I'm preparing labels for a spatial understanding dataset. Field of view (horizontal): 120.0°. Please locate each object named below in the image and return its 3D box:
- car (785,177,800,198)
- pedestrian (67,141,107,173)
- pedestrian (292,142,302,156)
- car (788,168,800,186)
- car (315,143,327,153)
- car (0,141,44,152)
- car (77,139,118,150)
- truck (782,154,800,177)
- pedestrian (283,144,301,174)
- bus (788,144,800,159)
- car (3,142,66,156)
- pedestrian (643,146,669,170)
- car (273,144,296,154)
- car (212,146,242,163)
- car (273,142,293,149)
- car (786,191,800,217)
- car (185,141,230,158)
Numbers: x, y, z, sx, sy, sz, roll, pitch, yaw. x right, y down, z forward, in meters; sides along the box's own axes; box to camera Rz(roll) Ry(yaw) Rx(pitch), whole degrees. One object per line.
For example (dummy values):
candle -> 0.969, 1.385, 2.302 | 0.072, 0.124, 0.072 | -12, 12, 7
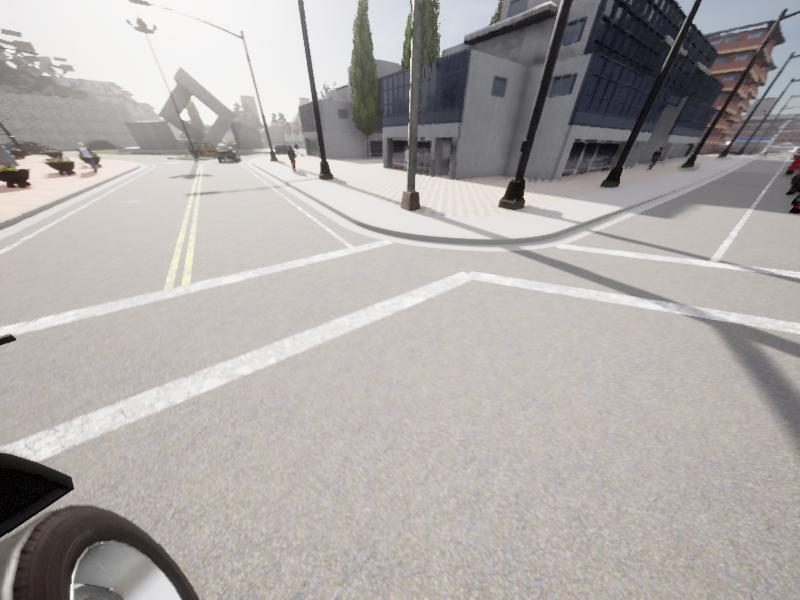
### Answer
car -> 23.346, -6.428, 12.522 | 4.181, 1.385, 1.994 | -21, 40, -27
pedestrian -> -21.462, -9.822, 15.893 | 0.751, 1.860, 0.751 | -21, 40, -28
pedestrian -> -16.497, -24.271, 37.033 | 0.751, 1.860, 0.751 | 10, 35, 13
car -> 29.017, -8.775, 15.724 | 4.974, 1.542, 2.038 | -22, 41, -28
car -> -17.816, -34.459, 52.330 | 1.930, 1.638, 5.238 | -5, 35, -8
car -> -69.939, -28.102, 42.222 | 2.152, 1.651, 5.027 | 28, 43, 34
car -> -64.671, -33.274, 49.466 | 2.097, 1.767, 4.553 | 12, 36, 16
truck -> 36.341, -12.706, 19.223 | 8.468, 3.827, 2.891 | -22, 41, -27
pedestrian -> -8.041, -10.560, 17.257 | 0.751, 1.860, 0.751 | -17, 38, -24
bus -> 65.736, -24.401, 35.887 | 10.273, 4.253, 3.944 | -20, 40, -29
car -> -54.761, -22.739, 34.743 | 5.027, 1.651, 2.152 | 0, 35, -1
pedestrian -> 23.582, -13.072, 21.298 | 0.751, 1.860, 0.751 | -25, 42, -33
car -> -22.240, -29.165, 44.626 | 1.845, 1.501, 3.633 | 11, 36, 15
car -> -20.685, -17.555, 27.795 | 1.837, 1.490, 4.892 | -13, 37, -19
car -> -34.286, -45.351, 67.920 | 4.611, 1.667, 2.242 | 7, 35, 9
car -> 17.560, -4.198, 9.115 | 4.193, 1.474, 1.816 | -21, 40, -28
car -> -27.810, -21.865, 33.572 | 4.605, 1.855, 1.932 | -19, 40, -27
